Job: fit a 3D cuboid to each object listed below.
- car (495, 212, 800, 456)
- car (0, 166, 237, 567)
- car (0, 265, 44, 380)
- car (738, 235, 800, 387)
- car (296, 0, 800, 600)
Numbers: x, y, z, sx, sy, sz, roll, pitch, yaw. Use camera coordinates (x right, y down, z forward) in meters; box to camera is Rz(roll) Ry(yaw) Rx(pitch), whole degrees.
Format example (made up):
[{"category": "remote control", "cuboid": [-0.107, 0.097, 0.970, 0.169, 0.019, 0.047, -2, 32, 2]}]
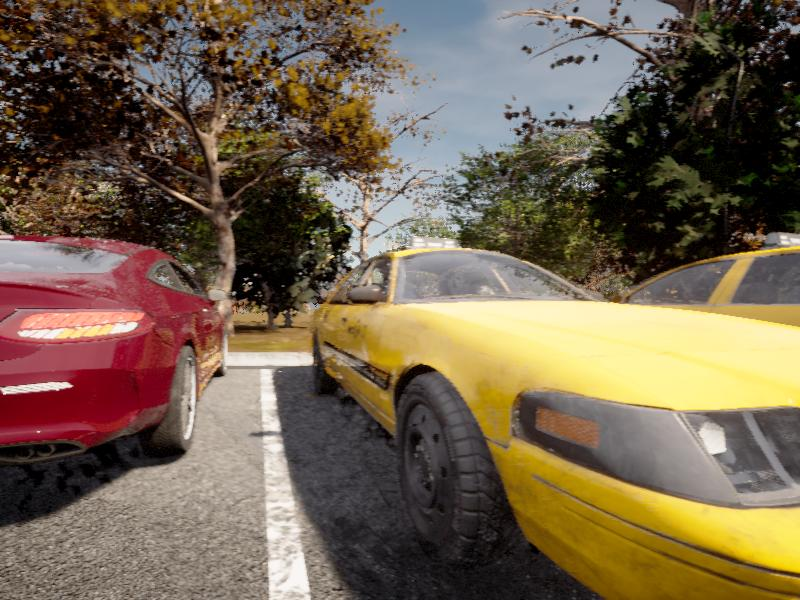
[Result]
[{"category": "car", "cuboid": [3.218, 0.230, 3.667, 1.946, 1.575, 5.366, 0, -1, -20]}, {"category": "car", "cuboid": [-2.641, 0.268, 3.505, 2.002, 1.452, 4.674, 0, -1, -19]}, {"category": "car", "cuboid": [-5.602, 0.267, 3.537, 2.002, 1.452, 4.674, 0, -1, -19]}, {"category": "car", "cuboid": [6.254, 0.106, 3.480, 2.185, 1.767, 4.553, 0, -1, -20]}, {"category": "car", "cuboid": [0.388, 0.224, 3.320, 1.946, 1.575, 5.366, 1, -1, -20]}]
